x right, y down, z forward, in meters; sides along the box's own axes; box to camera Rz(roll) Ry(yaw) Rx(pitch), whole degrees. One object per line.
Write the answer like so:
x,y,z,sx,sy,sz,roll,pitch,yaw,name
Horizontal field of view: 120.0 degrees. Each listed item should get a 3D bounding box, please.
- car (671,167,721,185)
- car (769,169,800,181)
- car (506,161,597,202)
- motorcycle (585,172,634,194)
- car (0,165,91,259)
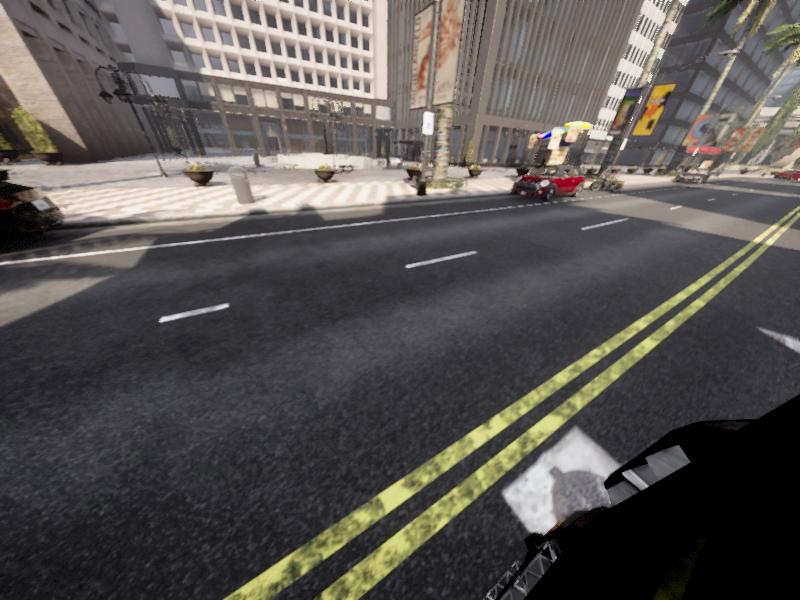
34.181,-14.378,26.702,4.892,1.521,2.231,-16,38,-26,car
65.600,-21.013,38.931,5.008,1.535,1.882,-9,35,-17,car
8.902,-7.066,13.648,4.553,1.767,2.185,-16,38,-26,car
15.297,-8.614,16.951,2.356,1.277,0.764,2,33,-2,motorcycle
-10.159,-1.539,4.240,4.792,1.488,2.163,-16,38,-26,car
